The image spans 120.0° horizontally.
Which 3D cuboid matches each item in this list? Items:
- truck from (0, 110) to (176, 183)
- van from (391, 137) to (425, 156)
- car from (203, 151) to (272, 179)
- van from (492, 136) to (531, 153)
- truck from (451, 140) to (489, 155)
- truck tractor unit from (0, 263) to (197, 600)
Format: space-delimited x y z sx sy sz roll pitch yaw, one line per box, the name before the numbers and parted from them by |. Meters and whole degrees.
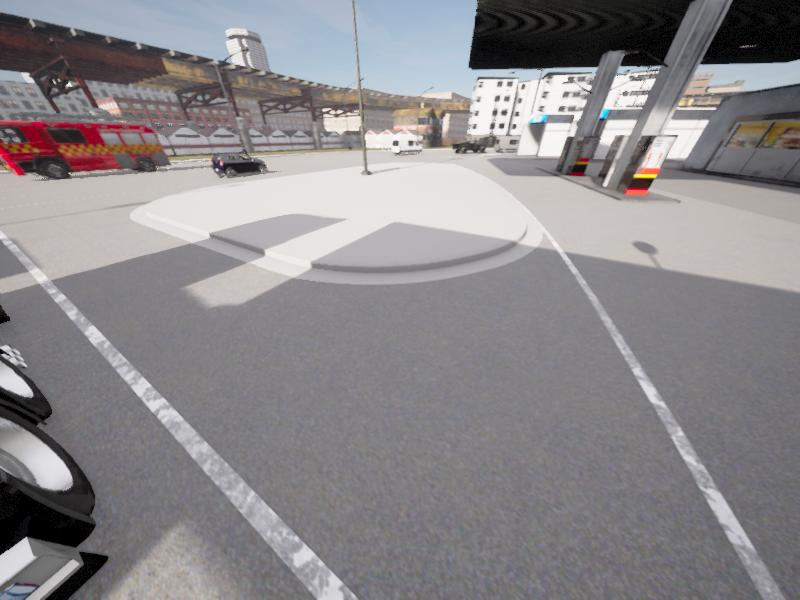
truck | -23.993 -11.809 17.784 2.891 3.827 8.468 18 39 25
van | 1.385 -26.157 39.259 5.915 2.561 1.988 -29 43 -34
car | -12.236 -10.426 17.707 1.845 1.501 3.633 18 39 24
van | 20.721 -28.967 43.120 5.915 2.561 1.988 -6 35 -7
truck | 12.577 -27.618 41.641 6.274 2.098 2.390 -15 38 -20
truck tractor unit | -5.109 -0.302 0.778 6.516 4.208 3.053 18 39 24
